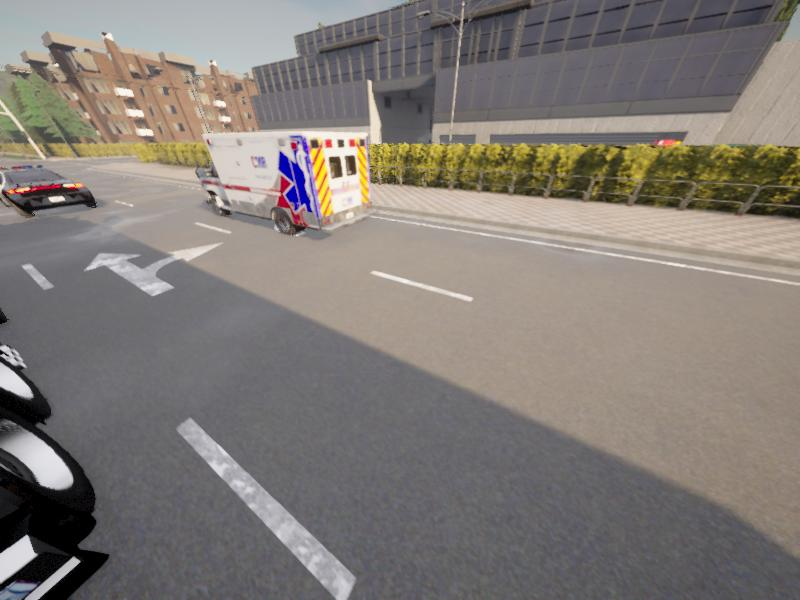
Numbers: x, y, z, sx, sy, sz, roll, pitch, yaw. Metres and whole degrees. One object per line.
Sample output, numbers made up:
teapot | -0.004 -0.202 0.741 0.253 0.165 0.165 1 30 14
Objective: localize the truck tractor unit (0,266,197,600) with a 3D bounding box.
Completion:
truck tractor unit | -5.118 -0.293 0.775 6.516 4.208 3.053 18 39 24

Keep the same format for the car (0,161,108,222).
car | -14.734 -4.563 9.366 4.974 1.542 2.038 18 39 24

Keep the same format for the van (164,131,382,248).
van | -3.947 -3.798 7.375 6.366 2.431 2.351 18 39 24
